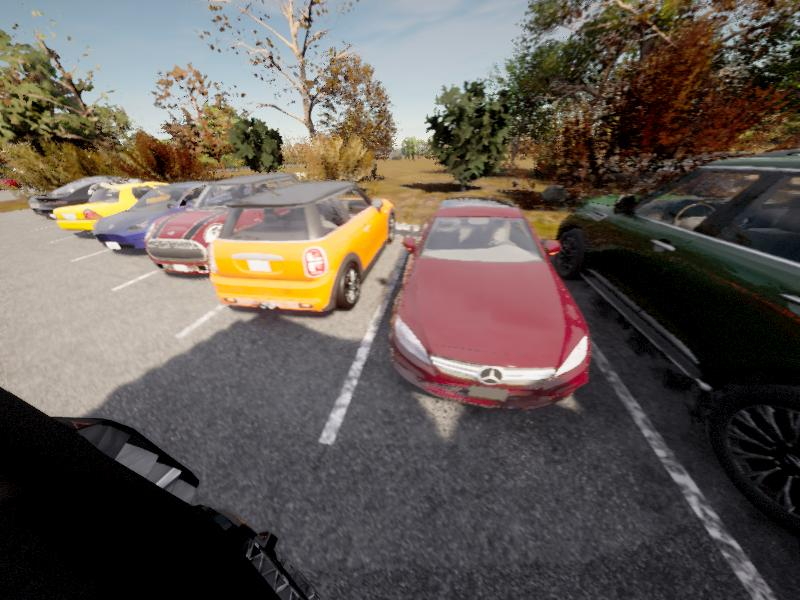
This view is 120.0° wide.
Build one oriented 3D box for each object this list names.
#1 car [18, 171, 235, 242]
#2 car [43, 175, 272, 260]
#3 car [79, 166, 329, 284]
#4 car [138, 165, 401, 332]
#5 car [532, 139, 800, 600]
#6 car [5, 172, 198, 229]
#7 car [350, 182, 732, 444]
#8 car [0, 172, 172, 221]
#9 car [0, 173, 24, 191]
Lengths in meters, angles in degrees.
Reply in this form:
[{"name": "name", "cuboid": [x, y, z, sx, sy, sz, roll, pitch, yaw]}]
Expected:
[{"name": "car", "cuboid": [-9.889, -4.028, 9.327, 1.946, 1.575, 5.366, 4, 34, 10]}, {"name": "car", "cuboid": [-6.983, -3.044, 7.683, 2.163, 1.488, 4.792, 4, 34, 9]}, {"name": "car", "cuboid": [-4.049, -2.366, 6.162, 2.185, 1.767, 4.553, 4, 34, 9]}, {"name": "car", "cuboid": [-1.494, -1.596, 4.810, 2.185, 1.767, 4.553, 4, 34, 10]}, {"name": "car", "cuboid": [3.662, -0.262, 2.188, 2.435, 2.045, 5.566, 4, 34, 10]}, {"name": "car", "cuboid": [-12.851, -4.761, 10.658, 2.231, 1.521, 4.892, 4, 34, 10]}, {"name": "car", "cuboid": [1.099, -0.739, 3.625, 2.002, 1.452, 4.674, 4, 34, 9]}, {"name": "car", "cuboid": [-15.779, -5.608, 12.152, 2.231, 1.521, 4.892, 4, 34, 9]}, {"name": "car", "cuboid": [-46.544, -13.343, 26.267, 3.988, 1.617, 1.851, 0, 33, 6]}]
